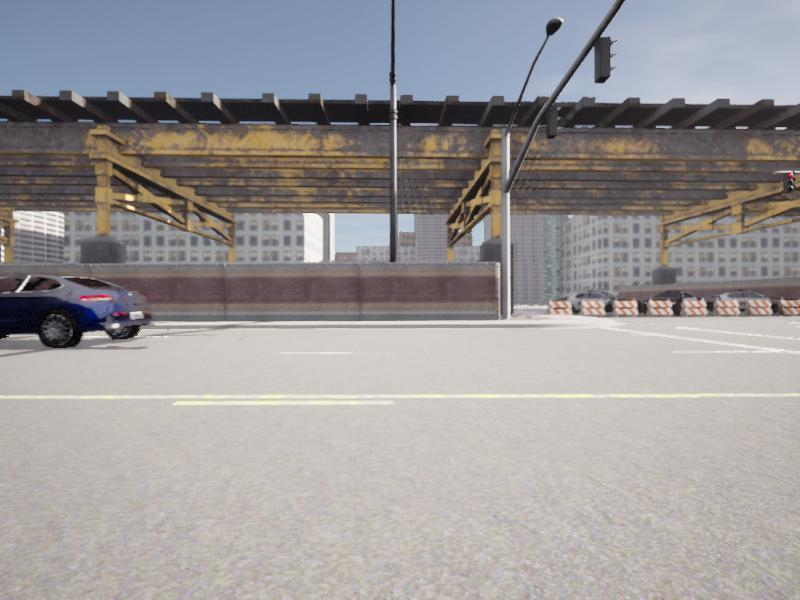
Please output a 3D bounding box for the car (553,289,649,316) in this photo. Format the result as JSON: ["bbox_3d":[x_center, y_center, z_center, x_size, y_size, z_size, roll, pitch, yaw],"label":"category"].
[{"bbox_3d":[12.481,0.150,25.063,4.974,1.542,2.038,0,0,44],"label":"car"}]

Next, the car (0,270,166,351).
[{"bbox_3d":[-8.569,0.218,9.260,5.027,1.651,2.152,0,0,0],"label":"car"}]

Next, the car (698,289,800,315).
[{"bbox_3d":[22.460,0.110,25.801,4.974,1.542,2.038,0,0,29],"label":"car"}]

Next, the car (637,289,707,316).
[{"bbox_3d":[17.089,0.131,25.045,4.974,1.542,2.038,0,0,-36],"label":"car"}]

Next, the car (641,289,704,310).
[{"bbox_3d":[17.130,-0.027,25.076,4.536,1.218,1.853,0,0,-36],"label":"car"}]

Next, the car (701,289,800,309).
[{"bbox_3d":[22.414,-0.048,25.826,4.536,1.218,1.853,0,0,29],"label":"car"}]

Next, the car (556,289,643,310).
[{"bbox_3d":[12.443,-0.008,25.098,4.536,1.218,1.853,0,0,44],"label":"car"}]
